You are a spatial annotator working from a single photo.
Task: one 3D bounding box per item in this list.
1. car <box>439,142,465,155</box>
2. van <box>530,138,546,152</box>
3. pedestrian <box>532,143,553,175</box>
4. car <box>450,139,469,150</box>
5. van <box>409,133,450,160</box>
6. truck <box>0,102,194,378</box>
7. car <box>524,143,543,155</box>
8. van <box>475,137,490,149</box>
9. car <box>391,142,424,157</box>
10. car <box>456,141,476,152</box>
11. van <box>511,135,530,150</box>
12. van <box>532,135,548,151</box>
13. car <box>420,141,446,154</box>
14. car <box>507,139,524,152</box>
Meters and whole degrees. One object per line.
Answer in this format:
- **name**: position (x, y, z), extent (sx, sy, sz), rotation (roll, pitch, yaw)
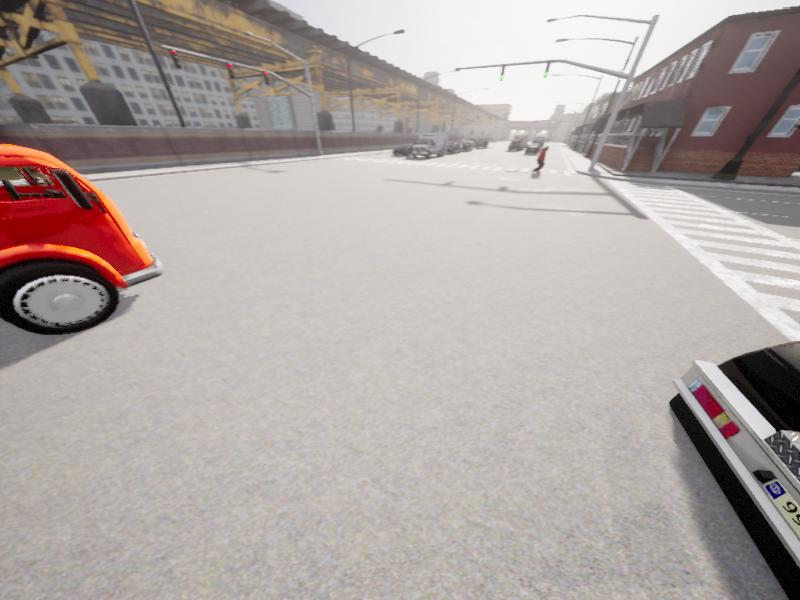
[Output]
- **car**: position (7.818, -22.597, 34.396), extent (2.033, 1.411, 5.357), rotation (18, 39, 23)
- **van**: position (25.534, -28.746, 42.797), extent (1.775, 1.987, 4.442), rotation (18, 39, 23)
- **pedestrian**: position (10.142, -10.058, 16.485), extent (0.751, 1.860, 0.751), rotation (17, 39, 21)
- **car**: position (12.061, -31.375, 46.496), extent (2.242, 1.667, 4.611), rotation (18, 39, 23)
- **van**: position (3.683, -18.679, 27.960), extent (2.351, 2.431, 6.366), rotation (18, 39, 23)
- **truck**: position (-5.939, -0.169, 1.902), extent (2.627, 2.467, 5.204), rotation (18, 39, 23)
- **car**: position (20.938, -23.666, 36.154), extent (1.994, 1.385, 4.181), rotation (18, 39, 23)
- **van**: position (17.313, -32.785, 48.289), extent (1.775, 1.987, 4.442), rotation (18, 39, 23)
- **car**: position (1.048, -19.722, 30.257), extent (2.033, 1.411, 5.357), rotation (18, 39, 23)
- **car**: position (11.385, -26.376, 39.654), extent (1.837, 1.490, 4.892), rotation (18, 39, 23)
- **van**: position (25.186, -32.766, 48.031), extent (2.351, 2.431, 6.366), rotation (18, 39, 23)
- **van**: position (28.834, -32.427, 47.529), extent (1.988, 2.561, 5.915), rotation (18, 39, 23)
- **car**: position (5.285, -24.167, 36.543), extent (2.033, 1.411, 5.357), rotation (18, 39, 23)
- **car**: position (21.333, -28.511, 42.489), extent (1.932, 1.855, 4.605), rotation (18, 39, 23)
